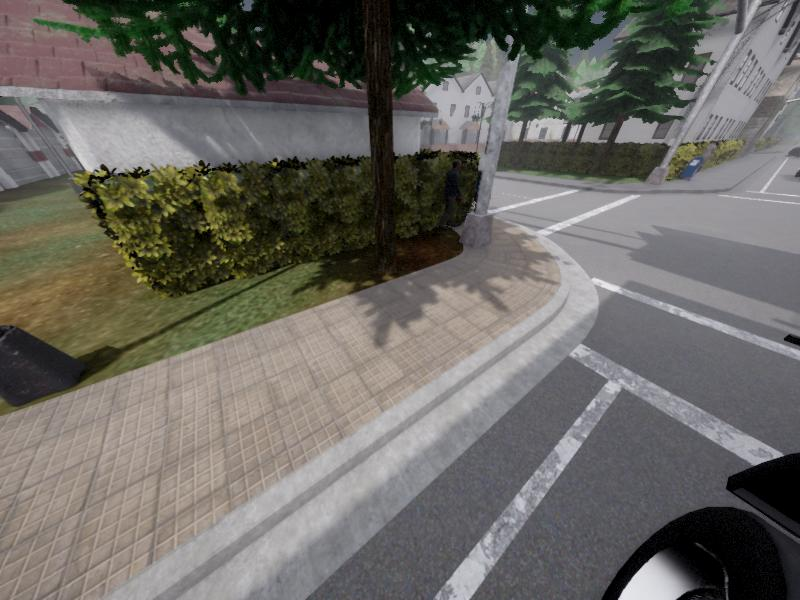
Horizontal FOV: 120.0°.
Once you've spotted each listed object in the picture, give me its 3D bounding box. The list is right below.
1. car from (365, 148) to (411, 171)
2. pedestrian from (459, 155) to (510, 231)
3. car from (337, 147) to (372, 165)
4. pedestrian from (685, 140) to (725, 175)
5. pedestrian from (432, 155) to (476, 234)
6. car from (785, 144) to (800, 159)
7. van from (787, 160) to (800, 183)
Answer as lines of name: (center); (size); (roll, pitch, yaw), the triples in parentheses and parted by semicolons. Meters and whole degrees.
car: (-1.227, -13.532, 22.132); (1.882, 1.535, 5.008); (-22, 41, -28)
pedestrian: (2.356, -3.063, 6.657); (0.751, 1.860, 0.751); (-15, 38, -19)
car: (-5.442, -17.009, 27.097); (1.882, 1.535, 5.008); (-22, 41, -28)
pedestrian: (19.651, -9.211, 14.931); (0.751, 1.860, 0.751); (28, 44, 34)
pedestrian: (1.430, -2.914, 6.453); (0.751, 1.860, 0.751); (-7, 36, -10)
car: (49.413, -17.920, 27.819); (1.994, 1.385, 4.181); (26, 43, 32)
van: (25.448, -8.072, 13.424); (4.480, 2.038, 2.069); (-25, 42, -31)
